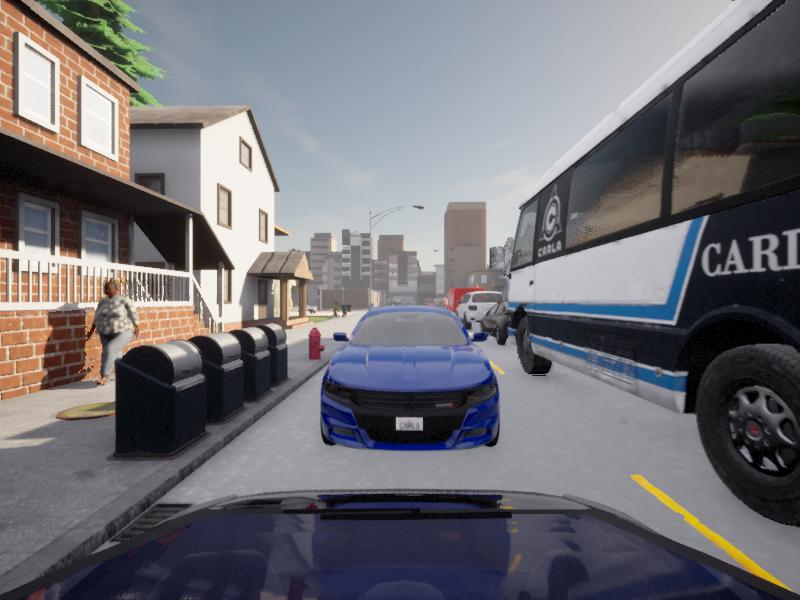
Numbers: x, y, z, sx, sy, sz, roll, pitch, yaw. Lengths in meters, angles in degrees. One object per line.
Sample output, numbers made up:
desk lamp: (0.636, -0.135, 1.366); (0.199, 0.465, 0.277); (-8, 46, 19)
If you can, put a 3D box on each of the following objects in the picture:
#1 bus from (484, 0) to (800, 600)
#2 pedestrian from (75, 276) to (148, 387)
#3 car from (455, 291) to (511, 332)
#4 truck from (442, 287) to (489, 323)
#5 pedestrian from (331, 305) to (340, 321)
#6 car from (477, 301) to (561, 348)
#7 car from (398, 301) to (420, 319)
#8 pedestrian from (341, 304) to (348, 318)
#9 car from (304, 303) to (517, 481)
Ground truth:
bus: (4.004, -0.534, 5.080); (3.944, 4.253, 10.273); (0, 0, 1)
pedestrian: (-5.073, 0.533, 7.077); (0.751, 1.860, 0.751); (0, 0, 1)
car: (4.537, 0.568, 22.777); (2.150, 2.045, 5.566); (0, 0, 1)
truck: (4.794, 0.357, 30.240); (2.627, 2.467, 5.204); (0, 0, 0)
pedestrian: (-4.593, 0.913, 28.446); (0.500, 1.100, 0.500); (0, 0, 2)
car: (4.358, 0.828, 15.497); (2.007, 1.525, 4.514); (0, 0, 1)
car: (0.813, 0.844, 36.347); (1.837, 1.490, 4.892); (0, 0, 1)
pedestrian: (-4.414, 0.905, 31.834); (0.500, 1.100, 0.500); (0, 0, 4)
car: (0.148, 0.823, 6.037); (1.882, 1.535, 5.008); (0, 0, 1)
